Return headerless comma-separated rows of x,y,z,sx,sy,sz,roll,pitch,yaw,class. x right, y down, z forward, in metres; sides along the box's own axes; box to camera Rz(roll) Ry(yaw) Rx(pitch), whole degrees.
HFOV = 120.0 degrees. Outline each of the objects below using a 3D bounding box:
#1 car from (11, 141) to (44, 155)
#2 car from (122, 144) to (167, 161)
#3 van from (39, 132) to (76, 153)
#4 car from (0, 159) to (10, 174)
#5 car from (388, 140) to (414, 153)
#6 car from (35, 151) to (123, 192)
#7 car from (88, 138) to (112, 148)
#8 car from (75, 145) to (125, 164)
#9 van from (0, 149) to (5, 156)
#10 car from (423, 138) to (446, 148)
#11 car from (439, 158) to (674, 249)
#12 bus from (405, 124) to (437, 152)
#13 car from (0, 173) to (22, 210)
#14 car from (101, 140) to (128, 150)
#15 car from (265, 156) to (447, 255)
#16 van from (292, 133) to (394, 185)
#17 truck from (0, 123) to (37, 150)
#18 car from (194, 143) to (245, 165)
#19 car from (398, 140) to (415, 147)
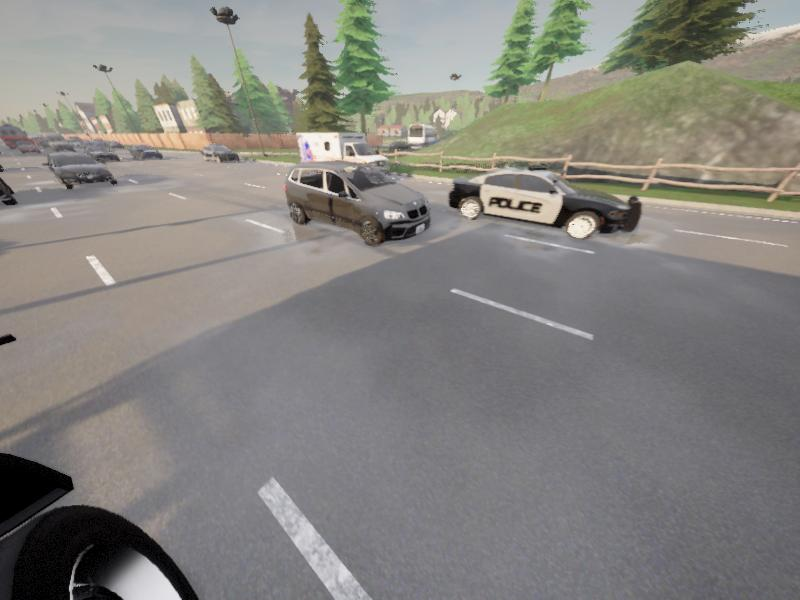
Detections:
-53.040,-21.711,32.873,3.633,1.501,1.845,22,41,28,car
-28.857,-16.674,26.070,5.357,1.411,2.033,22,41,28,car
-55.711,-25.686,37.607,5.915,2.561,1.988,22,41,28,van
-30.342,-9.917,16.403,4.792,1.488,2.163,22,41,28,car
0.239,-27.541,41.387,2.097,1.767,4.553,27,43,32,car
-17.424,-7.093,12.509,4.892,1.490,1.837,22,41,28,car
-65.499,-34.328,50.419,4.553,1.767,2.097,22,41,28,car
-30.852,-15.024,23.714,5.357,1.411,2.033,22,41,28,car
-54.823,-20.341,30.137,6.366,2.431,2.351,22,41,28,van
9.337,-42.977,63.134,5.566,2.045,2.150,22,41,28,car
4.099,-3.263,7.143,5.238,1.638,1.930,22,41,28,car
4.453,-33.292,47.449,3.944,4.253,10.273,11,37,14,bus
-17.080,-4.540,8.777,5.027,1.651,2.152,23,41,28,car
-55.176,-29.932,44.624,5.357,1.411,2.033,22,41,28,car
-1.336,-3.039,6.748,4.611,1.667,2.242,23,41,28,car
-3.669,-9.237,14.859,6.366,2.431,2.351,22,41,28,van
-72.941,-30.810,43.594,8.468,3.827,2.891,22,41,28,truck
-18.387,-14.951,23.507,5.238,1.638,1.930,22,41,28,car
1.916,-45.830,67.548,4.611,1.667,2.242,22,41,28,car
